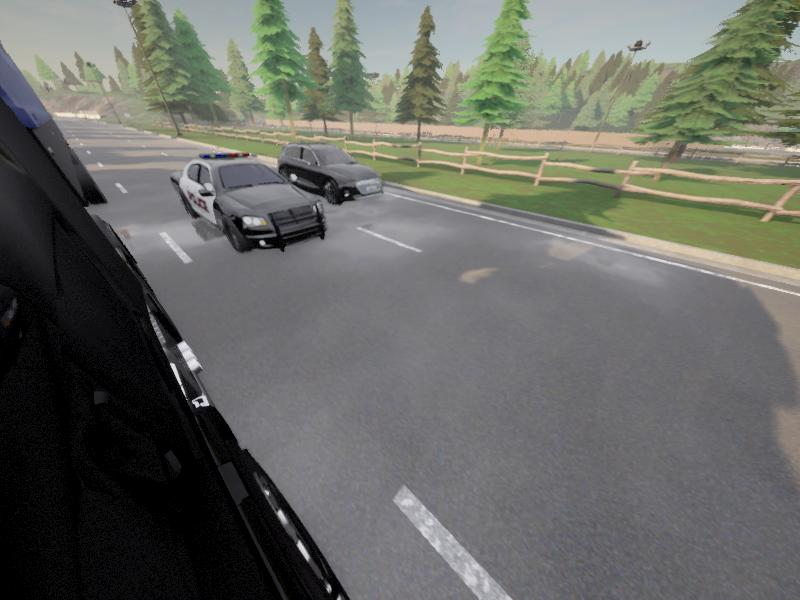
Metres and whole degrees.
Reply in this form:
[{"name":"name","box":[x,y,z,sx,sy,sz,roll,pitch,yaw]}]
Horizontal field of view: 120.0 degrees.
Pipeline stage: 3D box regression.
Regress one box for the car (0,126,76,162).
[{"name":"car","box":[-20.751,-8.987,13.222,4.181,1.385,1.994,29,44,30]}]

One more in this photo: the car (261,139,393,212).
[{"name":"car","box":[-2.769,-4.860,8.616,4.856,1.649,2.033,28,44,30]}]

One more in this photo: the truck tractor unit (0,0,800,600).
[{"name":"truck tractor unit","box":[-2.645,-0.295,0.351,6.516,4.208,3.053,28,44,30]}]

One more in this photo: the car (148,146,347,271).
[{"name":"car","box":[-3.782,-2.613,5.626,4.974,1.542,2.038,28,44,30]}]

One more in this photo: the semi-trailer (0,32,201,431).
[{"name":"semi-trailer","box":[-8.649,-3.636,4.279,14.254,4.402,2.717,29,44,30]}]

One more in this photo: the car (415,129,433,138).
[{"name":"car","box":[6.904,-47.783,66.428,4.605,1.855,1.932,28,44,30]}]
